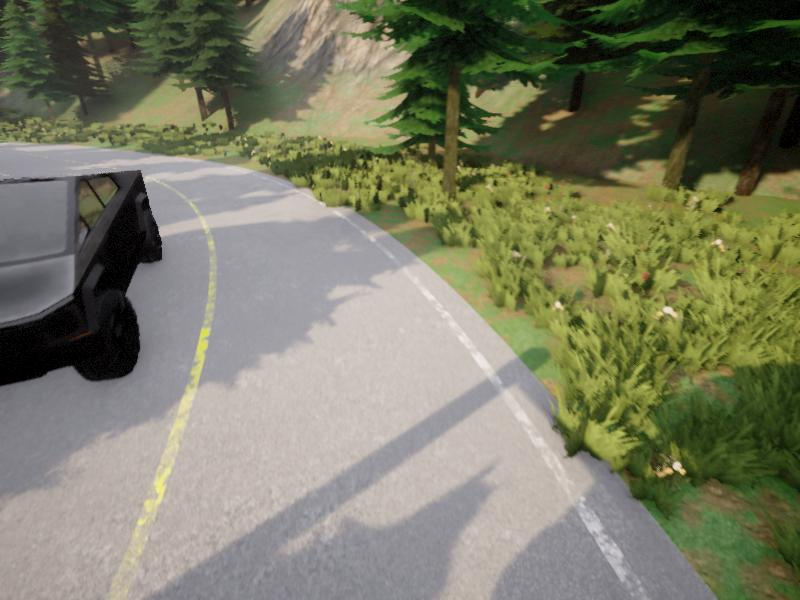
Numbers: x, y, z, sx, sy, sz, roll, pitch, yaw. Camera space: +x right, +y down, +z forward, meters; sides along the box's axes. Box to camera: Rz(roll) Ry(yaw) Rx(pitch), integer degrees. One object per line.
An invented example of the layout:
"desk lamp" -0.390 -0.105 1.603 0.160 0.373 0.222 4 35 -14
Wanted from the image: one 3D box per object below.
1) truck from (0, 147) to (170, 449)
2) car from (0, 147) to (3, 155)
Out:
"truck" -5.246 -0.772 5.934 2.390 2.098 6.274 -12 29 -21
"car" -26.755 -9.531 23.938 5.008 1.535 1.882 10 28 19
